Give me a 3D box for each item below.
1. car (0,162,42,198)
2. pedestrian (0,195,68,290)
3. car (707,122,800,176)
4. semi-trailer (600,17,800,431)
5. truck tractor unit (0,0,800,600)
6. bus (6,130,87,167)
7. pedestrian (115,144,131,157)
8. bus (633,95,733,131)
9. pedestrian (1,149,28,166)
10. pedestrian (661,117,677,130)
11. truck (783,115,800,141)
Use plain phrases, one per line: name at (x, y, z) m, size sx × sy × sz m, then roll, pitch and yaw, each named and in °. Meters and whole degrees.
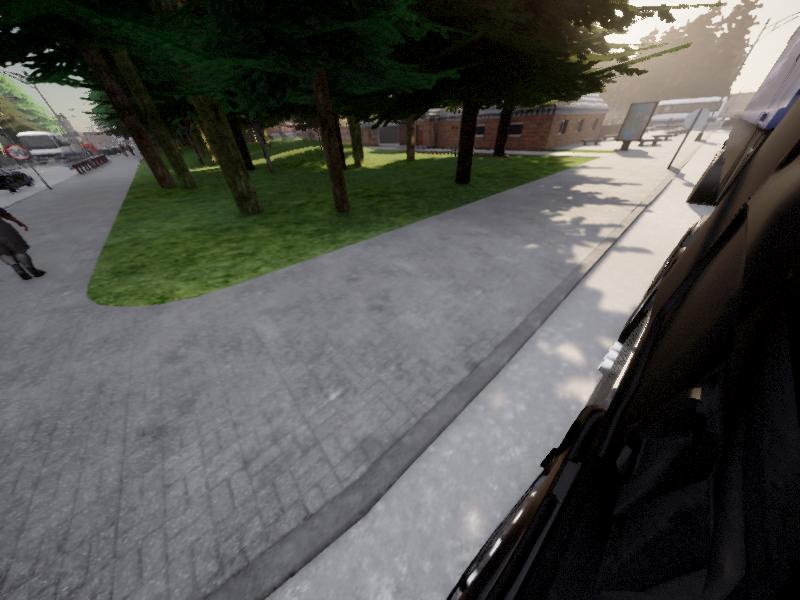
car at (-24.633, -7.256, 13.951) m, size 2.033 × 1.411 × 5.357 m, roll -30°, pitch 44°, yaw -31°
pedestrian at (-7.291, -1.241, 4.073) m, size 0.751 × 1.860 × 0.751 m, roll 28°, pitch 46°, yaw 35°
car at (16.756, -7.167, 10.774) m, size 4.611 × 1.667 × 2.242 m, roll -29°, pitch 44°, yaw -31°
semi-trailer at (8.578, -3.683, 4.343) m, size 14.254 × 4.402 × 2.717 m, roll -29°, pitch 44°, yaw -31°
truck tractor unit at (2.645, -0.295, 0.351) m, size 6.516 × 4.208 × 3.053 m, roll -28°, pitch 44°, yaw -30°
bus at (-55.587, -24.293, 36.940) m, size 3.944 × 4.253 × 10.273 m, roll -30°, pitch 44°, yaw -31°
pedestrian at (-46.817, -25.240, 39.044) m, size 0.751 × 1.860 × 0.751 m, roll -14°, pitch 38°, yaw -15°
bus at (50.217, -33.583, 41.851) m, size 10.273 × 4.253 × 3.944 m, roll 23°, pitch 44°, yaw 31°
pedestrian at (-51.245, -18.901, 30.715) m, size 0.751 × 1.860 × 0.751 m, roll -17°, pitch 39°, yaw -18°
pedestrian at (46.555, -30.573, 40.017) m, size 0.751 × 1.860 × 0.751 m, roll -3°, pitch 37°, yaw 1°
truck at (35.415, -14.850, 19.164) m, size 5.204 × 2.467 × 2.627 m, roll -30°, pitch 44°, yaw -31°
